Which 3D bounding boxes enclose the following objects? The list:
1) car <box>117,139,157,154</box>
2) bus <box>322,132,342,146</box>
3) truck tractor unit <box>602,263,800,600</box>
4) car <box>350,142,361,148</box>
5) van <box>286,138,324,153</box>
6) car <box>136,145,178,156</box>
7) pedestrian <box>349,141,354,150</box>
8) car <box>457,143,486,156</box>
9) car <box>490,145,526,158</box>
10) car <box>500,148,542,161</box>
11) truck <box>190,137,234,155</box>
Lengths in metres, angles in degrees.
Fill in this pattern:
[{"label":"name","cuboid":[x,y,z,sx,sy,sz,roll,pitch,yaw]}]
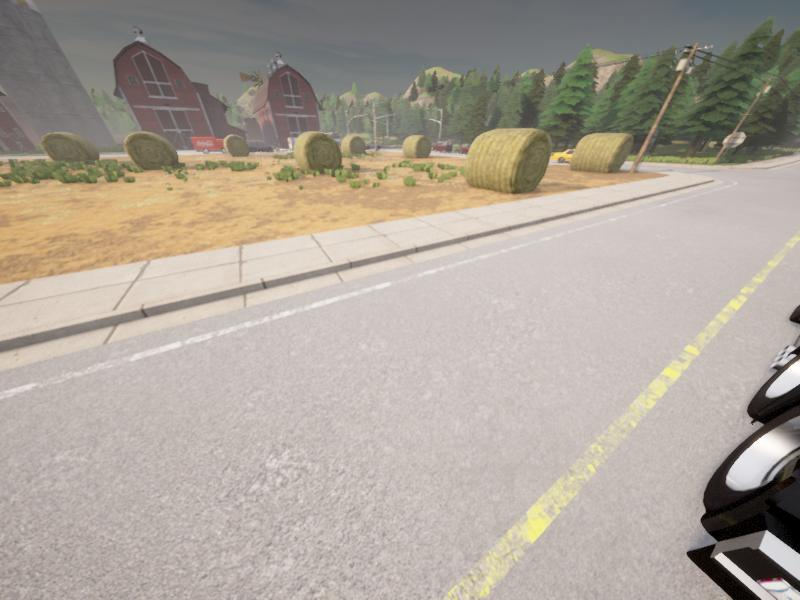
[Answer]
[{"label":"car","cuboid":[-45.428,-26.643,40.030,1.905,1.878,3.866,13,38,8]},{"label":"bus","cuboid":[-26.783,-63.098,90.700,3.944,4.253,10.273,-20,40,-26]},{"label":"truck tractor unit","cuboid":[5.114,-0.295,0.794,6.516,4.208,3.053,-18,39,-24]},{"label":"car","cuboid":[-13.351,-46.456,69.257,1.789,1.549,3.705,-20,40,-26]},{"label":"van","cuboid":[-19.189,-31.433,46.867,6.366,2.431,2.351,-21,40,-27]},{"label":"car","cuboid":[-38.301,-23.739,36.609,4.181,1.385,1.994,-21,41,-27]},{"label":"pedestrian","cuboid":[-11.646,-37.286,55.767,0.751,1.860,0.751,-24,42,-31]},{"label":"car","cuboid":[12.718,-27.023,41.336,2.097,1.767,4.553,-20,40,-26]},{"label":"car","cuboid":[16.835,-23.245,36.173,2.007,1.525,4.514,-20,40,-26]},{"label":"car","cuboid":[16.362,-19.875,31.538,1.895,1.301,4.718,-20,40,-26]},{"label":"truck","cuboid":[-32.182,-26.510,39.688,5.204,2.467,2.627,-21,40,-27]}]
